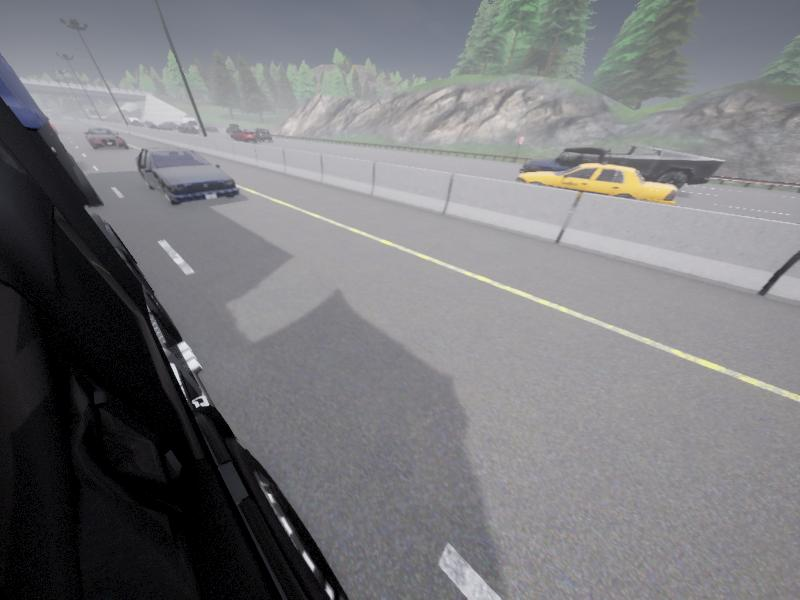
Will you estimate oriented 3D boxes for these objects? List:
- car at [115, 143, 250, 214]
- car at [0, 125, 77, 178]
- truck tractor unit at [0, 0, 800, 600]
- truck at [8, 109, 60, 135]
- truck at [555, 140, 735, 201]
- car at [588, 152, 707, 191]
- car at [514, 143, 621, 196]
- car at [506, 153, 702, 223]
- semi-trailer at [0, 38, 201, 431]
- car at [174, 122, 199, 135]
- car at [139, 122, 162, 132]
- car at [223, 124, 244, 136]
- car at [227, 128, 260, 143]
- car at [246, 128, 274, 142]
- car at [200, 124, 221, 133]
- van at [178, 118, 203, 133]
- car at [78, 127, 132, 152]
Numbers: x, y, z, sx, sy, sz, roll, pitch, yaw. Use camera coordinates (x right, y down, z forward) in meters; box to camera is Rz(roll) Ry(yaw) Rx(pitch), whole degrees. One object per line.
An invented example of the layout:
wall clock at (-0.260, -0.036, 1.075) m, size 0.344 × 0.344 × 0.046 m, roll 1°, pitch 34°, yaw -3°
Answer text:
car at (-7.861, -4.583, 8.247) m, size 5.357 × 1.411 × 2.033 m, roll 28°, pitch 43°, yaw 30°
car at (-17.454, -7.048, 10.777) m, size 4.856 × 1.649 × 2.033 m, roll 28°, pitch 43°, yaw 30°
truck tractor unit at (-2.645, -0.295, 0.351) m, size 6.516 × 4.208 × 3.053 m, roll 28°, pitch 44°, yaw 30°
truck at (-47.538, -23.254, 30.160) m, size 5.204 × 2.467 × 2.627 m, roll 28°, pitch 43°, yaw 30°
truck at (12.834, -7.473, 12.943) m, size 6.274 × 2.098 × 2.390 m, roll 28°, pitch 43°, yaw 30°
car at (15.600, -8.473, 14.982) m, size 4.902 × 1.511 × 2.128 m, roll 28°, pitch 43°, yaw 30°
car at (8.582, -6.927, 12.098) m, size 3.866 × 1.878 × 1.905 m, roll 28°, pitch 43°, yaw 30°
car at (7.458, -4.690, 9.237) m, size 5.366 × 1.575 × 1.801 m, roll 28°, pitch 43°, yaw 30°
semi-trailer at (-8.703, -3.576, 4.259) m, size 14.254 × 4.402 × 2.717 m, roll 28°, pitch 43°, yaw 30°
car at (-41.266, -33.180, 44.656) m, size 4.553 × 1.767 × 2.097 m, roll 28°, pitch 43°, yaw 30°
car at (-51.819, -35.932, 47.943) m, size 4.974 × 1.542 × 2.038 m, roll 28°, pitch 43°, yaw 30°
car at (-34.050, -34.820, 47.281) m, size 3.866 × 1.878 × 1.905 m, roll 28°, pitch 43°, yaw 30°
car at (-21.618, -22.663, 31.851) m, size 4.514 × 1.525 × 2.007 m, roll 28°, pitch 43°, yaw 30°
car at (-21.444, -25.352, 35.455) m, size 3.988 × 1.617 × 1.851 m, roll 28°, pitch 43°, yaw 30°
car at (-44.440, -40.143, 54.168) m, size 4.902 × 1.511 × 2.128 m, roll 28°, pitch 43°, yaw 30°
van at (-47.075, -39.258, 51.922) m, size 5.915 × 2.561 × 1.988 m, roll 28°, pitch 43°, yaw 30°
car at (-24.107, -13.143, 18.859) m, size 4.181 × 1.385 × 1.994 m, roll 28°, pitch 43°, yaw 30°
